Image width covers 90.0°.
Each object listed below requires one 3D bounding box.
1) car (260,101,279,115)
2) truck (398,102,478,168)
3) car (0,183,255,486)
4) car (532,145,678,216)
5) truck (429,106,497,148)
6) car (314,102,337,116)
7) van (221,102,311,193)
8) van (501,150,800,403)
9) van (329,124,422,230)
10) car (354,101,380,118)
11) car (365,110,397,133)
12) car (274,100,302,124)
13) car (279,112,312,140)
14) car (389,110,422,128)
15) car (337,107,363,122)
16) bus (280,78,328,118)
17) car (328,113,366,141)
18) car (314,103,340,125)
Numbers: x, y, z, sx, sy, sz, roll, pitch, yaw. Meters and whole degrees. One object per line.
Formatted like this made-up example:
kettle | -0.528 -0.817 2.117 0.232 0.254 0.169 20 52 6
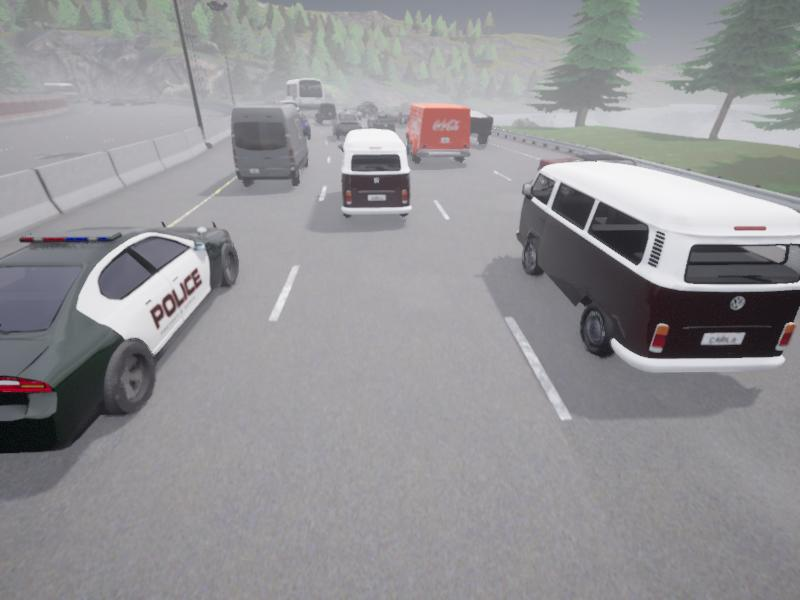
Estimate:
car | -18.528 -27.282 56.721 1.851 1.617 3.988 -12 30 -22
truck | 1.613 -8.266 19.678 2.627 2.467 5.204 -3 28 -8
car | -3.742 -0.247 5.242 2.038 1.542 4.974 -1 27 -3
car | 6.162 -4.004 12.841 1.895 1.301 4.718 -2 28 -5
truck | 3.864 -11.477 26.252 2.390 2.098 6.274 -5 28 -10
car | -10.391 -26.763 55.937 2.007 1.525 4.514 -11 30 -21
van | -4.743 -6.076 15.304 1.988 2.561 5.915 -3 28 -6
van | 3.239 -0.826 5.906 2.069 2.038 4.480 -1 28 -2
van | -0.754 -3.705 11.374 2.069 2.038 4.480 -2 29 -5
car | -4.256 -24.300 50.928 1.932 1.855 4.605 -10 29 -19
car | -1.652 -15.126 33.834 1.816 1.474 4.193 -6 28 -13
car | -11.944 -20.063 42.518 2.150 2.045 5.566 -9 29 -17
car | -7.468 -12.577 28.809 2.007 1.525 4.514 -6 28 -11
car | 0.487 -17.583 38.766 1.895 1.301 4.718 -7 28 -14
car | -5.785 -21.344 45.874 1.895 1.301 4.718 -9 29 -17
bus | -12.637 -26.249 51.974 3.944 4.253 10.273 -10 29 -20
car | -3.877 -12.558 28.840 2.128 1.511 4.902 -6 28 -11
car | -7.360 -18.681 40.107 1.905 1.878 3.866 -8 29 -15
